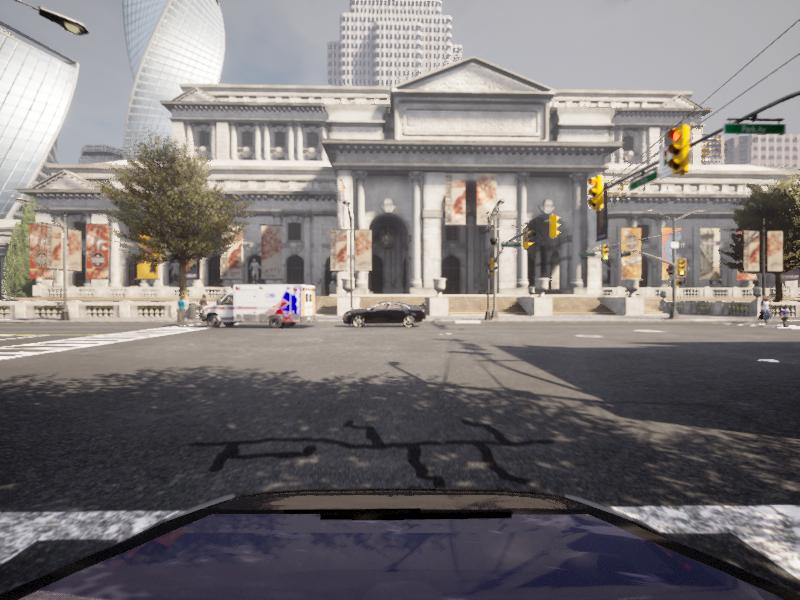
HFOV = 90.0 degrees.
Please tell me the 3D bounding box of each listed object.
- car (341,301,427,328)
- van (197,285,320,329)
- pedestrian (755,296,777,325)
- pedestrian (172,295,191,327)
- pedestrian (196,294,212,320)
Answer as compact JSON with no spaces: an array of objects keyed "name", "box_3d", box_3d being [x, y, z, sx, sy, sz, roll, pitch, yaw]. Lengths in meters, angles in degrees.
[{"name":"car","box_3d":[-0.912,0.845,23.766,4.902,1.511,2.128,0,0,-1]},{"name":"van","box_3d":[-8.140,0.386,23.290,6.366,2.431,2.351,0,0,7]},{"name":"pedestrian","box_3d":[23.721,0.650,25.938,0.751,1.860,0.751,0,0,9]},{"name":"pedestrian","box_3d":[-13.102,0.645,23.998,0.751,1.860,0.751,0,0,-3]},{"name":"pedestrian","box_3d":[-14.139,0.495,28.807,0.751,1.860,0.751,0,0,7]}]
